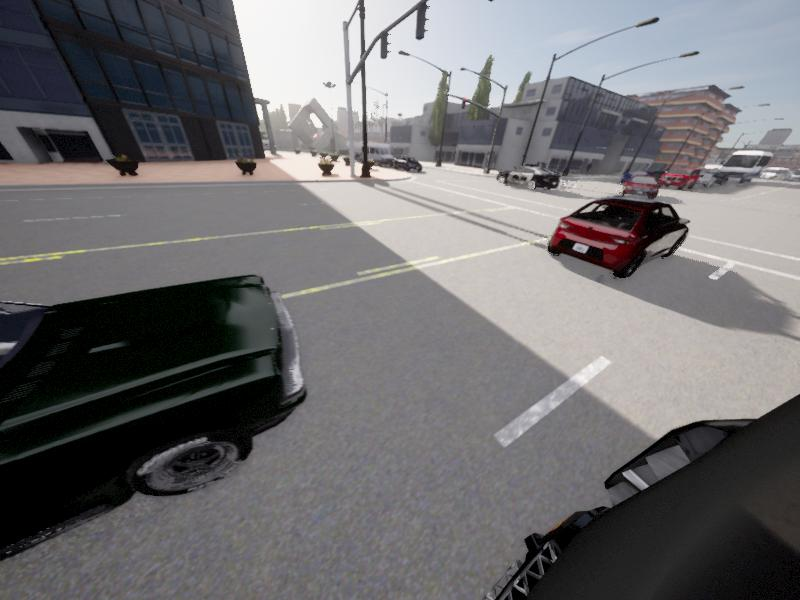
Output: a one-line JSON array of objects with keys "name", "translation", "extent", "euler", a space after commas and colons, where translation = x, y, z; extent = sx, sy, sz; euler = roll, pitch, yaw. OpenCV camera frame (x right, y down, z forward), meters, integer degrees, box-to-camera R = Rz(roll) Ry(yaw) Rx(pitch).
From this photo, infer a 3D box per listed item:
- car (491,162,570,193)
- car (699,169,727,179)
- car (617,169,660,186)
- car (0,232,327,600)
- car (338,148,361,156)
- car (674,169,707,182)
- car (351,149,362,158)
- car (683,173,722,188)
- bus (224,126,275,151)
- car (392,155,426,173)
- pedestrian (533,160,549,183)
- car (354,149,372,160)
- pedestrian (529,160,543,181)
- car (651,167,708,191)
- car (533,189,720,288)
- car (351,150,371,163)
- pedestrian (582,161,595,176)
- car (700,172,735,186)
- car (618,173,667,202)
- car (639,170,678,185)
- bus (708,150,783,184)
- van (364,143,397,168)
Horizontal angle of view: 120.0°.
[{"name": "car", "translation": [10.064, -9.890, 18.456], "extent": [1.930, 1.638, 5.238], "euler": [-11, 36, -21]}, {"name": "car", "translation": [57.759, -23.263, 42.606], "extent": [4.674, 1.442, 1.812], "euler": [-16, 38, -26]}, {"name": "car", "translation": [28.957, -14.902, 28.009], "extent": [5.008, 1.535, 1.882], "euler": [-15, 38, -27]}, {"name": "car", "translation": [-3.144, 0.793, 1.353], "extent": [4.718, 1.301, 1.895], "euler": [-16, 38, -26]}, {"name": "car", "translation": [-12.893, -37.875, 59.178], "extent": [5.357, 1.411, 2.033], "euler": [-24, 42, -36]}, {"name": "car", "translation": [46.373, -19.905, 36.868], "extent": [5.008, 1.535, 1.882], "euler": [-17, 38, -26]}, {"name": "car", "translation": [-9.558, -32.066, 50.547], "extent": [1.816, 1.474, 4.193], "euler": [-5, 34, -13]}, {"name": "car", "translation": [39.082, -15.483, 29.842], "extent": [4.674, 1.442, 1.812], "euler": [-16, 38, -26]}, {"name": "bus", "translation": [-35.902, -38.553, 55.265], "extent": [10.273, 4.253, 3.944], "euler": [17, 35, 19]}, {"name": "car", "translation": [0.902, -15.577, 26.359], "extent": [1.816, 1.474, 4.193], "euler": [-15, 37, -26]}, {"name": "pedestrian", "translation": [14.131, -12.871, 23.154], "extent": [0.751, 1.860, 0.751], "euler": [17, 35, 20]}, {"name": "car", "translation": [-7.172, -28.045, 44.480], "extent": [1.930, 1.638, 5.238], "euler": [-12, 36, -23]}, {"name": "pedestrian", "translation": [14.415, -13.761, 24.547], "extent": [0.751, 1.860, 0.751], "euler": [17, 35, 19]}, {"name": "car", "translation": [30.749, -13.386, 25.389], "extent": [5.566, 2.045, 2.150], "euler": [-16, 38, -26]}, {"name": "car", "translation": [5.750, -1.825, 5.904], "extent": [4.193, 1.474, 1.816], "euler": [-16, 38, -27]}, {"name": "car", "translation": [-6.193, -22.635, 36.397], "extent": [1.845, 1.501, 3.633], "euler": [-15, 38, -27]}, {"name": "pedestrian", "translation": [27.825, -19.356, 34.108], "extent": [0.751, 1.860, 0.751], "euler": [-22, 41, -34]}, {"name": "car", "translation": [45.194, -17.271, 32.928], "extent": [4.193, 1.474, 1.816], "euler": [-17, 38, -26]}, {"name": "car", "translation": [17.927, -8.534, 17.325], "extent": [1.812, 1.442, 4.674], "euler": [25, 39, 30]}, {"name": "car", "translation": [34.555, -16.441, 30.900], "extent": [4.892, 1.490, 1.837], "euler": [-16, 38, -26]}, {"name": "bus", "translation": [55.648, -21.453, 37.259], "extent": [10.273, 4.253, 3.944], "euler": [-16, 38, -26]}, {"name": "van", "translation": [-2.780, -19.744, 31.391], "extent": [1.988, 2.561, 5.915], "euler": [-15, 37, -26]}]
